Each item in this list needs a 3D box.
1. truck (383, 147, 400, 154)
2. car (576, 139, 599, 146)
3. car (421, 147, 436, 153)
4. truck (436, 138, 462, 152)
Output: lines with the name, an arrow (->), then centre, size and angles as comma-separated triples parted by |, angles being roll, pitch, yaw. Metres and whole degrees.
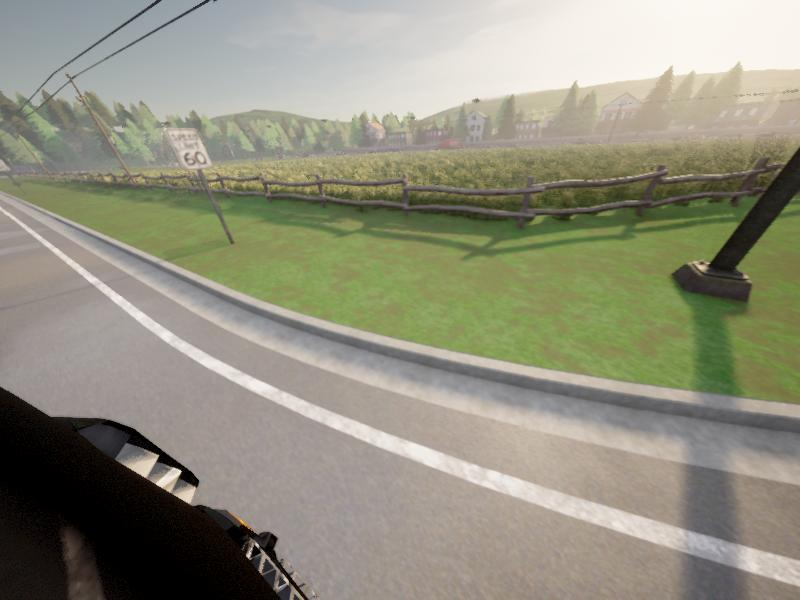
truck -> -3.312, -59.047, 91.168 | 6.274, 2.098, 2.390 | 16, 38, 27
car -> 52.936, -44.528, 65.429 | 4.792, 1.488, 2.163 | 16, 38, 27
car -> 9.521, -50.526, 77.843 | 4.611, 1.667, 2.242 | 16, 38, 27
truck -> 17.641, -55.852, 83.137 | 8.468, 3.827, 2.891 | 16, 38, 27
